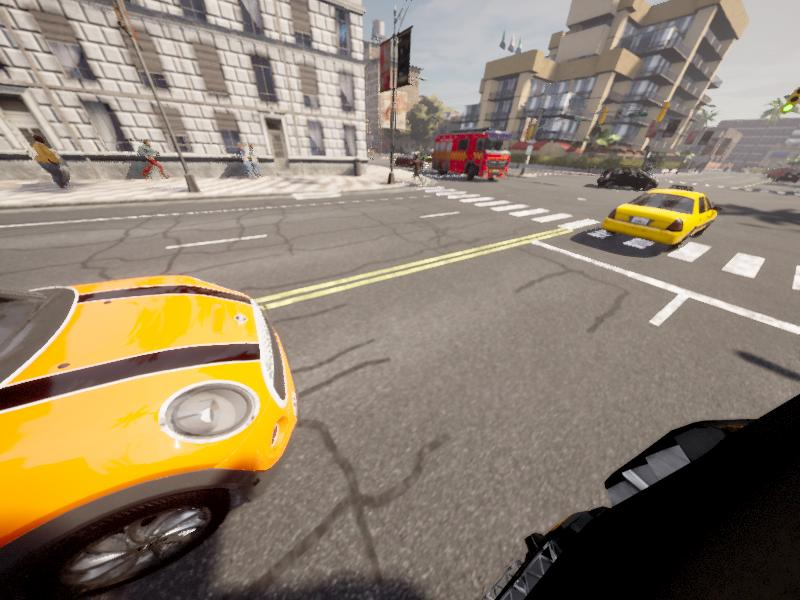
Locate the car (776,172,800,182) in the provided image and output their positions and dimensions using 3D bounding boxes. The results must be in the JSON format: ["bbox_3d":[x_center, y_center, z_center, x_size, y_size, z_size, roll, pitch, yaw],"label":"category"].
[{"bbox_3d":[74.524,-23.640,44.200,4.181,1.385,1.994,-23,42,-34],"label":"car"}]

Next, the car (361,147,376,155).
[{"bbox_3d":[-9.172,-42.971,66.646,2.152,1.651,5.027,-18,39,-28],"label":"car"}]

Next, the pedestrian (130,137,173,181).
[{"bbox_3d":[-12.700,-7.230,11.884,0.751,1.860,0.751,-18,39,-28],"label":"pedestrian"}]

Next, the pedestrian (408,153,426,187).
[{"bbox_3d":[1.079,-8.589,15.277,0.751,1.860,0.751,25,39,30],"label":"pedestrian"}]

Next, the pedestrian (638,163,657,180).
[{"bbox_3d":[32.246,-16.813,30.128,0.751,1.860,0.751,-17,38,-27],"label":"pedestrian"}]

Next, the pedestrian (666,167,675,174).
[{"bbox_3d":[50.952,-24.443,43.517,0.500,1.100,0.500,-15,38,-25],"label":"pedestrian"}]

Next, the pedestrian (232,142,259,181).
[{"bbox_3d":[-8.809,-7.905,13.206,0.751,1.860,0.751,-19,39,-30],"label":"pedestrian"}]

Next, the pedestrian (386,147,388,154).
[{"bbox_3d":[-4.320,-50.450,77.777,0.751,1.860,0.751,6,34,4],"label":"pedestrian"}]

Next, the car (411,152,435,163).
[{"bbox_3d":[4.332,-27.273,44.088,2.007,1.525,4.514,-18,39,-28],"label":"car"}]

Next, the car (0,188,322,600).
[{"bbox_3d":[-3.055,0.733,0.995,4.553,1.767,2.097,-17,39,-28],"label":"car"}]

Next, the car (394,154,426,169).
[{"bbox_3d":[1.219,-18.264,30.391,1.994,1.385,4.181,-18,39,-28],"label":"car"}]

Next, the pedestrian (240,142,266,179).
[{"bbox_3d":[-8.795,-8.337,13.859,0.751,1.860,0.751,-21,40,-31],"label":"pedestrian"}]

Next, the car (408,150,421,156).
[{"bbox_3d":[4.497,-46.627,73.314,3.633,1.501,1.845,-18,39,-28],"label":"car"}]

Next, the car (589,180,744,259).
[{"bbox_3d":[8.796,-2.885,7.571,5.366,1.575,1.801,-17,39,-28],"label":"car"}]

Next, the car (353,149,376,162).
[{"bbox_3d":[-6.085,-24.846,39.639,1.837,1.490,4.892,-18,39,-29],"label":"car"}]

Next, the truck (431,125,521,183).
[{"bbox_3d":[6.422,-13.802,21.834,2.891,3.827,8.468,-11,36,-20],"label":"truck"}]

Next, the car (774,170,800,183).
[{"bbox_3d":[67.855,-21.462,40.137,4.611,1.667,2.242,-18,39,-28],"label":"car"}]

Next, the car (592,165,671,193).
[{"bbox_3d":[19.138,-10.193,19.388,3.988,1.617,1.851,12,35,13],"label":"car"}]

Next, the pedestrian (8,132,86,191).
[{"bbox_3d":[-13.532,-5.333,8.956,0.751,1.860,0.751,-19,39,-29],"label":"pedestrian"}]

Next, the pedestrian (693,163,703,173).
[{"bbox_3d":[70.675,-31.358,54.804,0.751,1.860,0.751,30,42,35],"label":"pedestrian"}]

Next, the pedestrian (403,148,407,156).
[{"bbox_3d":[1.397,-41.629,65.183,0.751,1.860,0.751,-18,39,-28],"label":"pedestrian"}]

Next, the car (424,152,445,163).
[{"bbox_3d":[6.922,-28.572,46.179,1.851,1.617,3.988,-18,39,-28],"label":"car"}]

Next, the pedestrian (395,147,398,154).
[{"bbox_3d":[-1.286,-50.685,78.369,0.751,1.860,0.751,-23,42,-34],"label":"pedestrian"}]

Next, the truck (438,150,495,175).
[{"bbox_3d":[7.659,-16.412,27.435,2.390,2.098,6.274,-18,39,-29],"label":"truck"}]
